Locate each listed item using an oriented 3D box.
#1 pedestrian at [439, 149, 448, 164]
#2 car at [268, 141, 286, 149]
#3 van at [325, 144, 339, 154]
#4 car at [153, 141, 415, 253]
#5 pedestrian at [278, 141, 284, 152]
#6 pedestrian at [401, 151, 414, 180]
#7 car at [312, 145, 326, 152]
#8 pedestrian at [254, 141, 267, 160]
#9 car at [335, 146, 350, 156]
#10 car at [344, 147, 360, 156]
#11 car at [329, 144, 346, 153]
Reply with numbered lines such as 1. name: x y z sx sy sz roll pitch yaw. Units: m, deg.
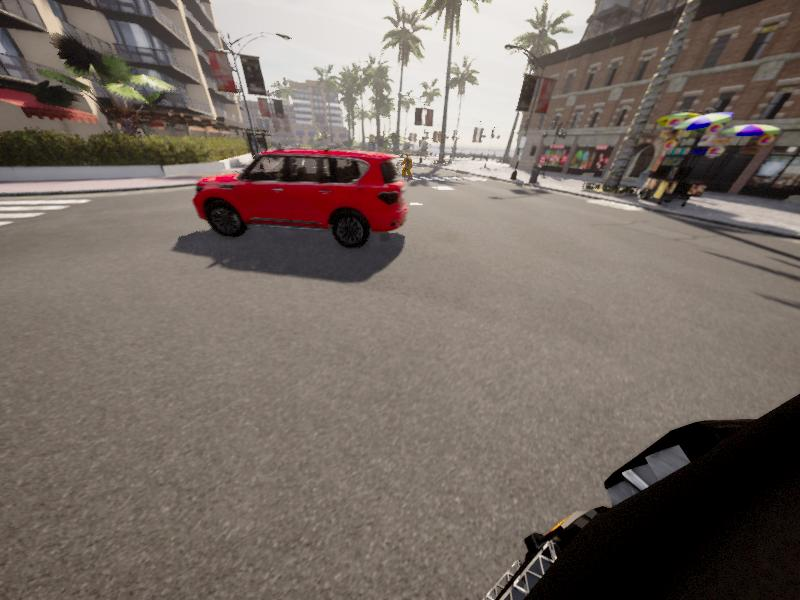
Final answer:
1. pedestrian: 6.593 -21.740 35.071 0.751 1.860 0.751 -15 37 -24
2. car: -39.879 -50.247 74.733 5.566 2.045 2.150 22 38 27
3. van: -17.572 -39.103 59.633 1.775 1.987 4.442 -19 39 -29
4. car: -2.535 -2.878 6.223 5.566 2.045 2.150 7 33 6
5. pedestrian: -24.958 -32.085 48.355 0.751 1.860 0.751 -11 36 -19
6. pedestrian: 0.565 -10.369 17.827 0.751 1.860 0.751 -8 35 -16
7. car: -23.111 -43.387 66.213 1.994 1.385 4.181 -26 43 -35
8. pedestrian: -16.311 -17.490 27.042 0.751 1.860 0.751 -7 35 -14
9. car: -13.031 -33.823 52.310 2.242 1.667 4.611 -12 36 -21
10. car: -12.042 -37.132 57.593 2.152 1.651 5.027 -16 38 -26
11. car: -17.461 -42.543 64.764 2.150 2.045 5.566 -22 41 -32
